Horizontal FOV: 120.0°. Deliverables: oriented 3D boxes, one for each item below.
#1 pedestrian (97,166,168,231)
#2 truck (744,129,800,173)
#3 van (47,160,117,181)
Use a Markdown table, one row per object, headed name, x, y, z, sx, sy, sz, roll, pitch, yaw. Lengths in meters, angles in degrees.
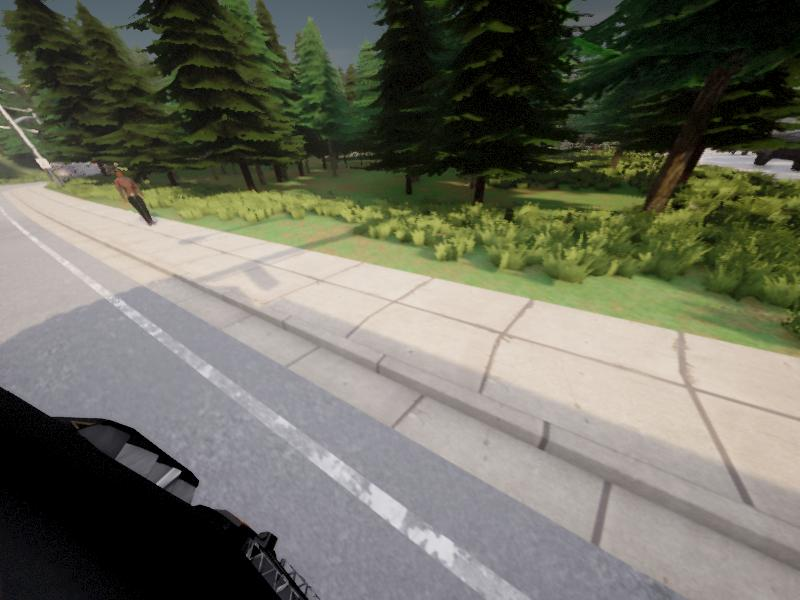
| name | x | y | z | sx | sy | sz | roll | pitch | yaw |
| --- | --- | --- | --- | --- | --- | --- | --- | --- | --- |
| pedestrian | -9.015 | -3.449 | 7.866 | 0.751 | 1.860 | 0.751 | 21 | 41 | 32 |
| truck | 25.501 | -9.311 | 14.251 | 2.390 | 2.098 | 6.274 | 17 | 38 | 27 |
| van | -52.572 | -21.650 | 38.507 | 2.351 | 2.431 | 6.366 | -1 | 33 | 3 |
